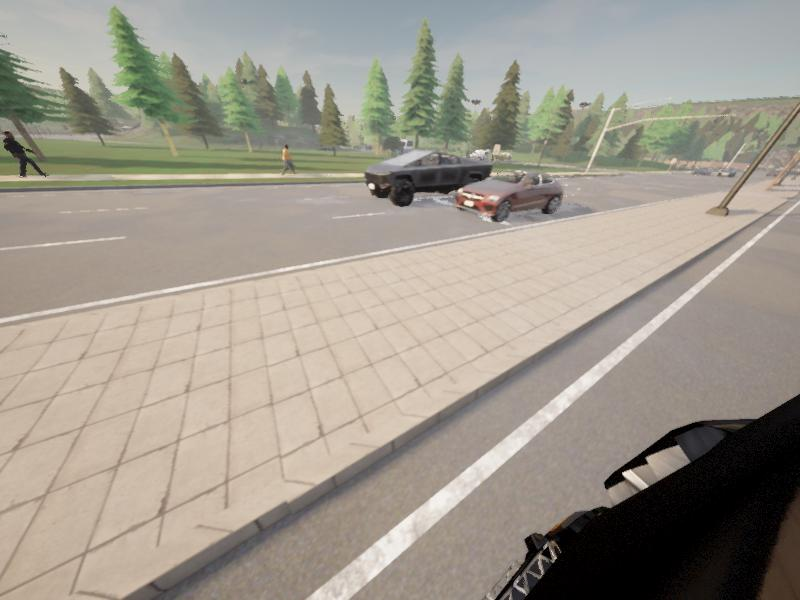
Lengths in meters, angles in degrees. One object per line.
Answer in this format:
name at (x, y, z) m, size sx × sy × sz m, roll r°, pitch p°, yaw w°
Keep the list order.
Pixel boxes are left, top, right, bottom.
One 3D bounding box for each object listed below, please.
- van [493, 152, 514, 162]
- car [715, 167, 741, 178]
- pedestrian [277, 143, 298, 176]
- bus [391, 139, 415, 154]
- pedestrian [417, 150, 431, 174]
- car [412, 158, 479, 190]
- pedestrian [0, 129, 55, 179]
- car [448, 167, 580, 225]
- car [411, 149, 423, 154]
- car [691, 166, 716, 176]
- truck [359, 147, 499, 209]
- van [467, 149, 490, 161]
van at (27.552, -38.112, 61.696) m, size 2.069 × 2.038 × 4.480 m, roll -16°, pitch 38°, yaw -26°
car at (67.536, -26.226, 47.498) m, size 4.856 × 1.649 × 2.033 m, roll -17°, pitch 39°, yaw -27°
pedestrian at (-7.454, -9.300, 15.329) m, size 0.751 × 1.860 × 0.751 m, roll -16°, pitch 38°, yaw -26°
bus at (0.840, -57.514, 86.658) m, size 3.944 × 4.253 × 10.273 m, roll -16°, pitch 38°, yaw -26°
pedestrian at (2.170, -12.396, 20.779) m, size 0.751 × 1.860 × 0.751 m, roll -18°, pitch 39°, yaw -29°
car at (3.030, -8.525, 15.577) m, size 3.988 × 1.617 × 1.851 m, roll -17°, pitch 38°, yaw -27°
pedestrian at (-17.047, -6.551, 10.404) m, size 0.751 × 1.860 × 0.751 m, roll -17°, pitch 38°, yaw -27°
car at (4.757, -4.514, 9.676) m, size 5.027 × 1.651 × 2.152 m, roll -16°, pitch 38°, yaw -27°
car at (6.632, -58.465, 90.933) m, size 1.930 × 1.638 × 5.238 m, roll -16°, pitch 38°, yaw -26°
car at (65.274, -27.759, 49.705) m, size 4.974 × 1.542 × 2.038 m, roll -17°, pitch 38°, yaw -27°
truck at (1.456, -5.995, 11.199) m, size 6.274 × 2.098 × 2.390 m, roll -17°, pitch 38°, yaw -27°
van at (21.705, -40.267, 63.965) m, size 1.988 × 2.561 × 5.915 m, roll -16°, pitch 38°, yaw -26°
